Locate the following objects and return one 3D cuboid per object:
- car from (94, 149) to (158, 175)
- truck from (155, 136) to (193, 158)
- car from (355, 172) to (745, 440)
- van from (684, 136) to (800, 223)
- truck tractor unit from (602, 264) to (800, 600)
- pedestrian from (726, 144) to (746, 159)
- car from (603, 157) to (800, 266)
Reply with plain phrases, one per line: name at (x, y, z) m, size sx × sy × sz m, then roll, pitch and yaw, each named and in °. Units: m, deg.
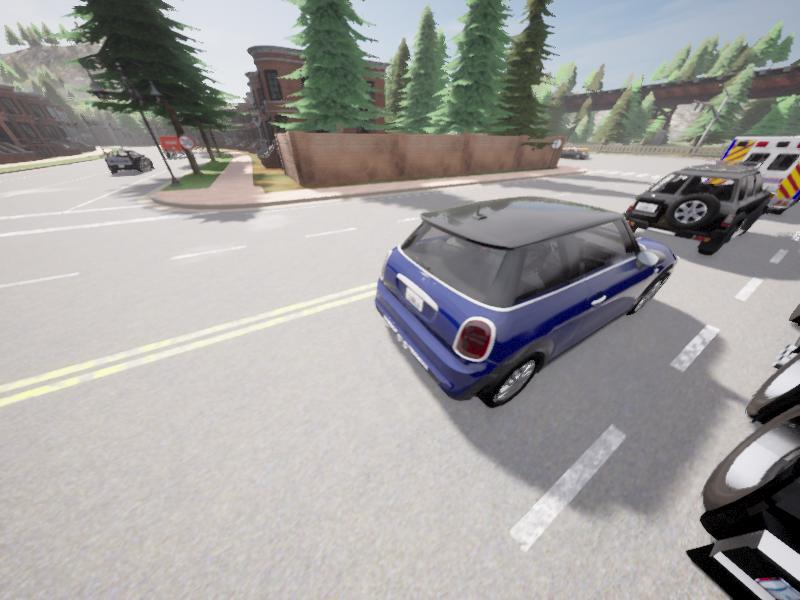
car at (-21.316, -10.991, 18.252) m, size 1.816 × 1.474 × 4.193 m, roll -17°, pitch 38°, yaw -23°
truck at (-31.804, -21.729, 32.720) m, size 2.627 × 2.467 × 5.204 m, roll -21°, pitch 40°, yaw -27°
car at (1.989, -0.595, 3.310) m, size 4.553 × 1.767 × 2.097 m, roll -18°, pitch 39°, yaw -24°
van at (15.189, -5.155, 9.430) m, size 6.366 × 2.431 × 2.351 m, roll -18°, pitch 39°, yaw -24°
truck tractor unit at (5.110, -0.302, 0.782) m, size 6.516 × 4.208 × 3.053 m, roll -18°, pitch 39°, yaw -24°
pedestrian at (50.131, -22.225, 34.475) m, size 0.751 × 1.860 × 0.751 m, roll -17°, pitch 38°, yaw -23°
car at (8.204, -2.654, 6.253) m, size 4.605 × 1.855 × 1.932 m, roll -18°, pitch 39°, yaw -25°
